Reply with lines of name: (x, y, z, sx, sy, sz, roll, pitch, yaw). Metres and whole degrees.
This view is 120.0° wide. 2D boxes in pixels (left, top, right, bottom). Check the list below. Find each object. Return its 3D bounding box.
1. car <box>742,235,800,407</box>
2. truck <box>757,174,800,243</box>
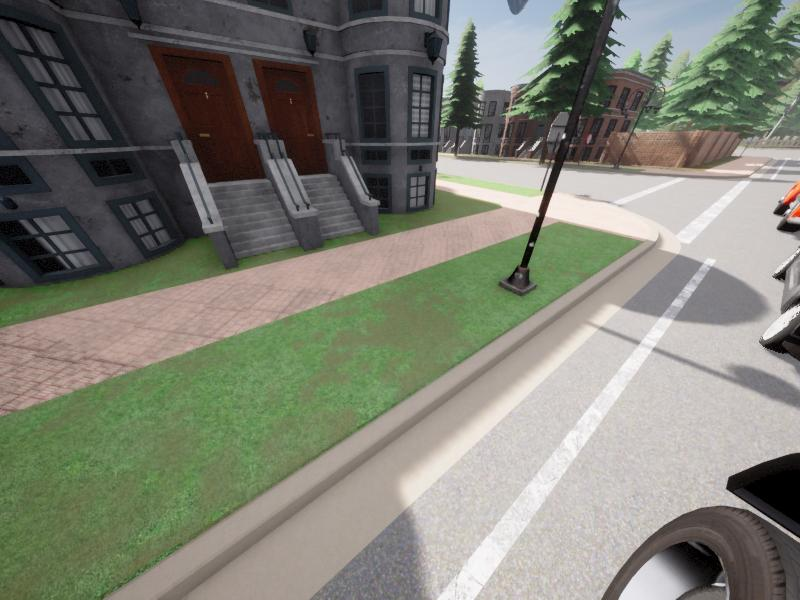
car: (6.554, -0.173, 2.708, 5.238, 1.638, 1.930, -22, 41, -28)
truck: (12.784, -3.057, 6.021, 5.204, 2.467, 2.627, -22, 41, -28)
